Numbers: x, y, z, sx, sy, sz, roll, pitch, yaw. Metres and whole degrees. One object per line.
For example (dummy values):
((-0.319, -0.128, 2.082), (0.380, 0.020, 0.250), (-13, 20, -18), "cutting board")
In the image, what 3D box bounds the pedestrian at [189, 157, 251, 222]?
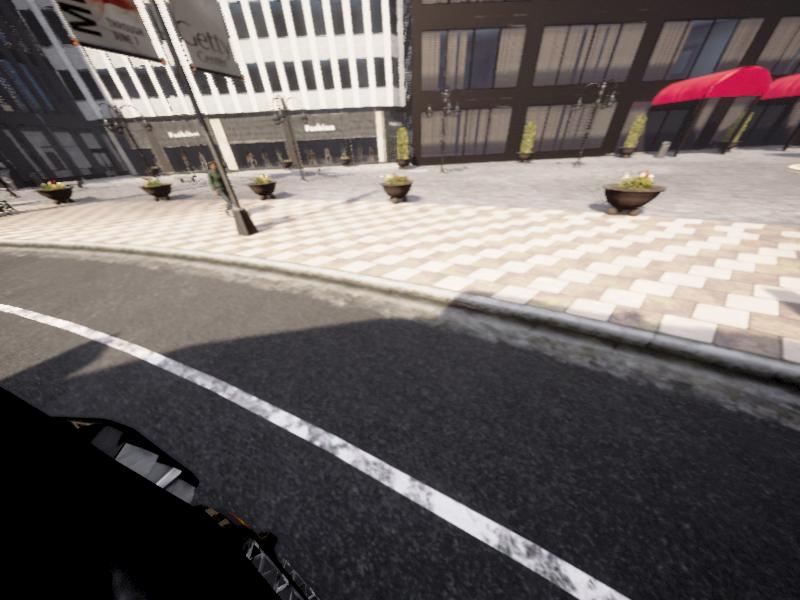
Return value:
((-6.045, -3.744, 7.854), (0.751, 1.860, 0.751), (12, 37, 21), "pedestrian")
